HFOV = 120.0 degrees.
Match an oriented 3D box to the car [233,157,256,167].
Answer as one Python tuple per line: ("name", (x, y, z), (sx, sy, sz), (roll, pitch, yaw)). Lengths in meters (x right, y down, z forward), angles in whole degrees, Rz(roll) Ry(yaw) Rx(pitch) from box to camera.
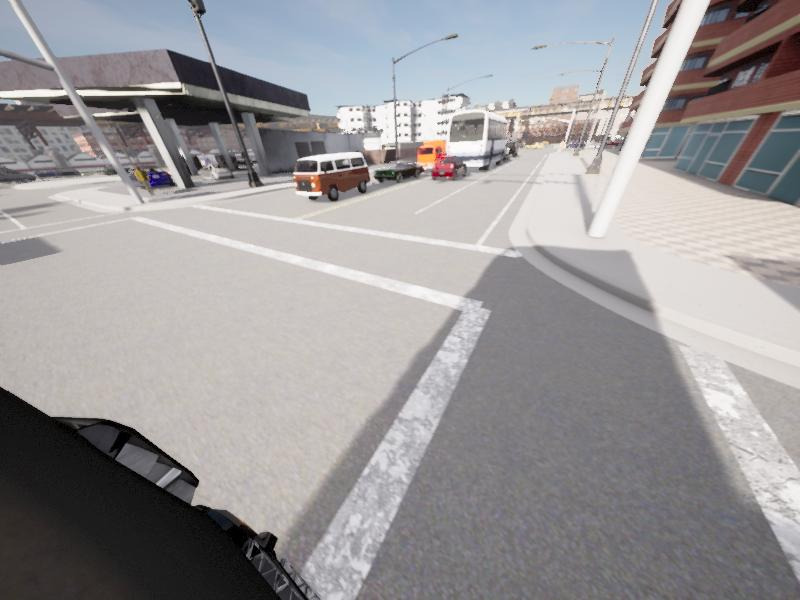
("car", (-33.843, -30.059, 50.347), (1.930, 1.638, 5.238), (-6, 33, -4))

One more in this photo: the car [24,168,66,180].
("car", (-64.392, -22.844, 41.949), (1.789, 1.549, 3.705), (16, 38, 26))

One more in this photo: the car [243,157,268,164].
("car", (-38.939, -37.656, 62.385), (5.357, 1.411, 2.033), (-26, 40, -31))

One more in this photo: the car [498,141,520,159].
("car", (17.183, -23.578, 36.233), (2.150, 2.045, 5.566), (14, 37, 24))

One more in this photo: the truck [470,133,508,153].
("truck", (22.989, -40.829, 60.117), (8.468, 3.827, 2.891), (16, 38, 26))

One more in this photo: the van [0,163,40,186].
("van", (-58.006, -18.066, 33.345), (1.988, 2.561, 5.915), (16, 38, 26))

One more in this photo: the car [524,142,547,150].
("car", (34.989, -39.955, 59.932), (1.801, 1.575, 5.366), (-11, 34, -12))

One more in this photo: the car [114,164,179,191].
("car", (-21.879, -10.636, 19.948), (4.611, 1.667, 2.242), (16, 38, 26))

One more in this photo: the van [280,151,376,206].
("van", (-3.493, -6.633, 12.363), (2.069, 2.038, 4.480), (15, 38, 25))

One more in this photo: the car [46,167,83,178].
("car", (-66.001, -25.091, 45.456), (1.845, 1.501, 3.633), (16, 38, 26))

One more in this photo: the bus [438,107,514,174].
("bus", (7.585, -15.090, 22.221), (3.944, 4.253, 10.273), (16, 38, 26))

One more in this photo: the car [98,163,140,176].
("car", (-54.146, -25.315, 44.667), (2.097, 1.767, 4.553), (16, 38, 26))

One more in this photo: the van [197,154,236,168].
("van", (-42.950, -32.667, 54.264), (2.351, 2.431, 6.366), (20, 40, 31))

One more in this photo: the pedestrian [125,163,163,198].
("pedestrian", (-15.896, -7.431, 14.385), (0.751, 1.860, 0.751), (21, 40, 31))

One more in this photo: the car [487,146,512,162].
("car", (13.275, -19.408, 30.732), (2.038, 1.542, 4.974), (15, 37, 24))

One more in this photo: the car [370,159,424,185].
("car", (-0.049, -9.776, 17.497), (1.895, 1.301, 4.718), (15, 38, 25))

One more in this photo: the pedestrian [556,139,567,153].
("pedestrian", (25.934, -24.689, 37.072), (0.751, 1.860, 0.751), (2, 34, 7))

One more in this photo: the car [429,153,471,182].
("car", (3.711, -9.766, 16.976), (1.845, 1.501, 3.633), (15, 38, 25))

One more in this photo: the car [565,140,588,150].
("car", (39.404, -34.690, 51.702), (3.806, 1.475, 1.970), (16, 38, 27))

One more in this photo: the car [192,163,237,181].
("car", (-19.638, -13.543, 24.436), (3.806, 1.475, 1.970), (16, 38, 26))

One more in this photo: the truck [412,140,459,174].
("truck", (3.500, -13.919, 22.388), (2.627, 2.467, 5.204), (16, 38, 26))
